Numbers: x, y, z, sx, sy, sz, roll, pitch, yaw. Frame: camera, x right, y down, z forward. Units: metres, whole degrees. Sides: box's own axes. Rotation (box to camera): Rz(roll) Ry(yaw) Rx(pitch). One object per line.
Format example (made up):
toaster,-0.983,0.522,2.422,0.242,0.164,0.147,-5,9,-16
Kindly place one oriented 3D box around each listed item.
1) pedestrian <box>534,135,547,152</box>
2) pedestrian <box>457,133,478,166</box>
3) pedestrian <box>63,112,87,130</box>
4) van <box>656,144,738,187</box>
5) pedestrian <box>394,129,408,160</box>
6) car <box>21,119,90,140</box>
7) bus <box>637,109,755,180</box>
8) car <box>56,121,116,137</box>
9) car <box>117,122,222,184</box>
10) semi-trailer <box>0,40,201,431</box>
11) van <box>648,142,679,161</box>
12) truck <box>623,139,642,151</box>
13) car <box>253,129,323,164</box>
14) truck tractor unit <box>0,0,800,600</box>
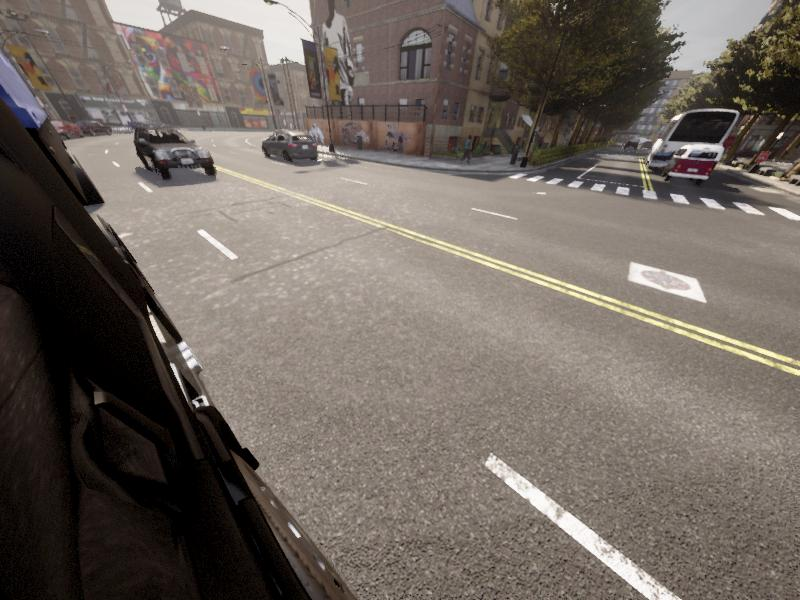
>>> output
pedestrian,18.870,-20.979,31.046,0.751,1.860,0.751,24,42,26
pedestrian,4.649,-10.356,15.934,0.751,1.860,0.751,31,45,32
pedestrian,-41.788,-23.021,29.745,0.751,1.860,0.751,-5,38,-11
van,19.131,-9.000,15.220,2.069,2.038,4.480,28,43,30
pedestrian,0.064,-11.868,17.646,0.751,1.860,0.751,17,39,18
car,-32.410,-16.263,21.985,2.002,1.452,4.674,-18,41,-25
bus,25.309,-14.200,20.754,3.944,4.253,10.273,28,45,30
car,-35.062,-19.335,26.032,1.895,1.301,4.718,-11,39,-17
car,-10.351,-6.732,10.383,4.605,1.855,1.932,28,44,30
semi-trailer,-8.678,-3.627,4.236,14.254,4.402,2.717,28,44,30
van,35.265,-20.053,31.083,1.775,1.987,4.442,28,43,30
truck,55.341,-37.092,55.052,2.390,2.098,6.274,28,44,30
car,-7.865,-10.877,16.248,4.611,1.667,2.242,28,44,30
truck tractor unit,-2.645,-0.295,0.351,6.516,4.208,3.053,28,44,30
